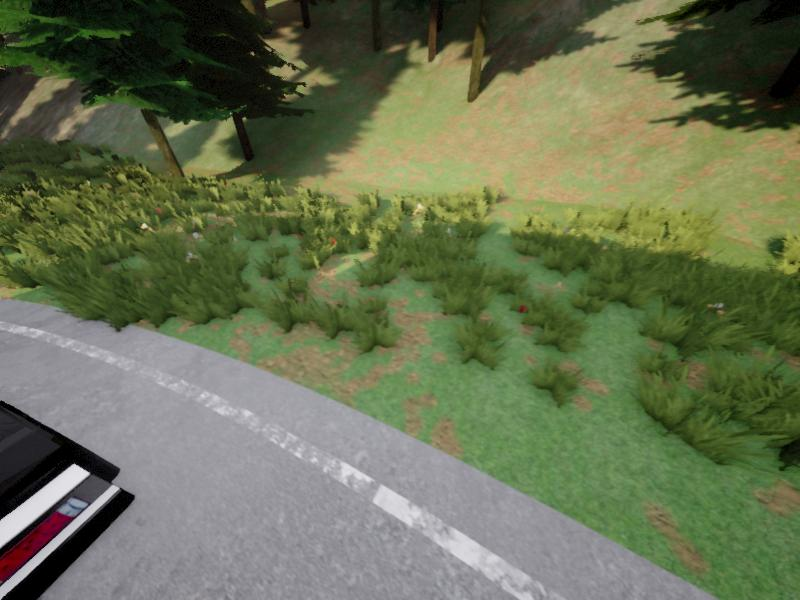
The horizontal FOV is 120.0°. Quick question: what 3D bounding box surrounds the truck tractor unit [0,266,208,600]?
[{"bbox_3d":[-5.281,-0.080,0.490,6.516,4.208,3.053,10,36,15],"label":"truck tractor unit"}]
